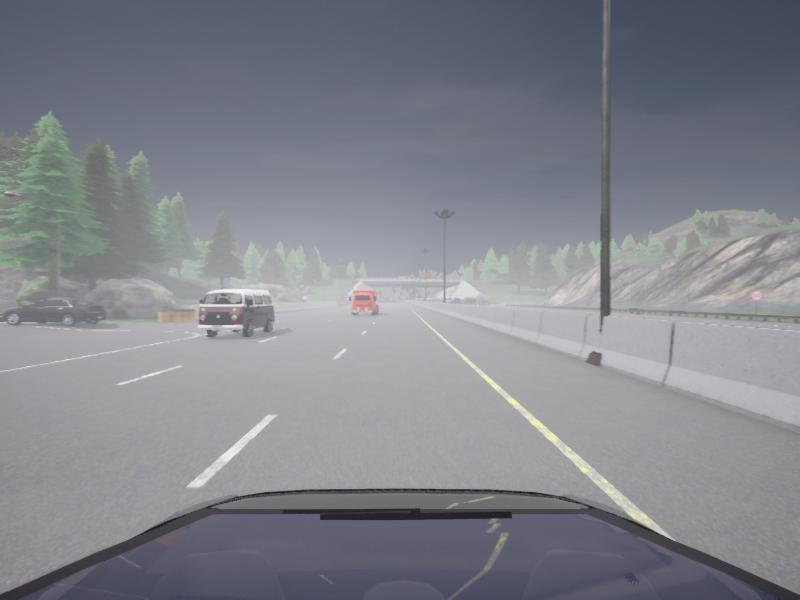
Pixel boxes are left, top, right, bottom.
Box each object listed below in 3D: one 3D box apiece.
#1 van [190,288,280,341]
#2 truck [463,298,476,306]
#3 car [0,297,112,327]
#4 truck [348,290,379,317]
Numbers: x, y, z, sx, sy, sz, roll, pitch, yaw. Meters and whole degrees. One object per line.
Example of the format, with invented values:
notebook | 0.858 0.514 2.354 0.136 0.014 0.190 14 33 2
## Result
van | -6.995 0.555 17.574 2.069 2.038 4.480 0 0 0
truck | 17.519 0.436 101.108 2.390 2.098 6.274 0 0 0
car | -19.111 0.655 22.196 4.892 1.490 1.837 1 0 -1
truck | -3.491 0.316 39.533 2.627 2.467 5.204 0 0 0
